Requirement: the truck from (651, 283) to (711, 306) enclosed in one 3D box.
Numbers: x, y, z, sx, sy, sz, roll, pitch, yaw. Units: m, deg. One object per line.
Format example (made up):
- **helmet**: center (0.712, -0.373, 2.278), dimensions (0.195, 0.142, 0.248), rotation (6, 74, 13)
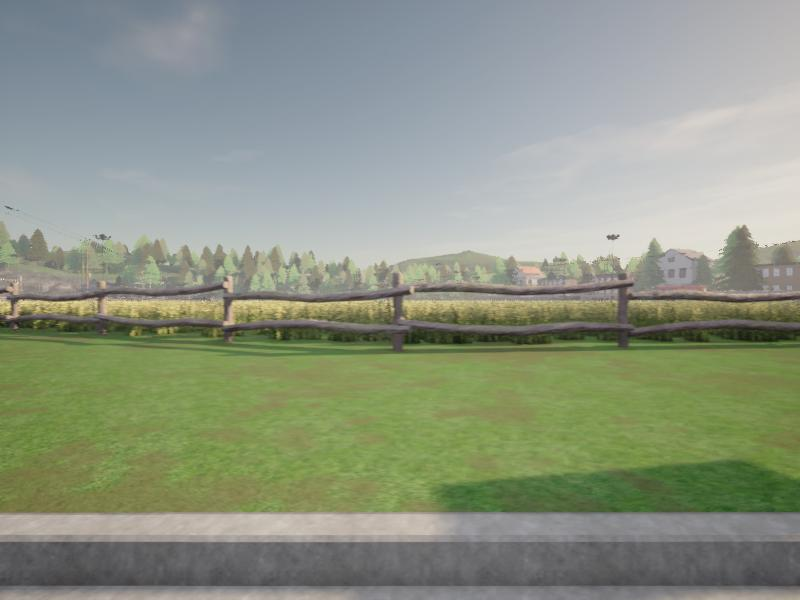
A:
- **truck**: center (49.651, -0.915, 71.082), dimensions (2.891, 3.827, 8.468), rotation (0, 0, -25)
